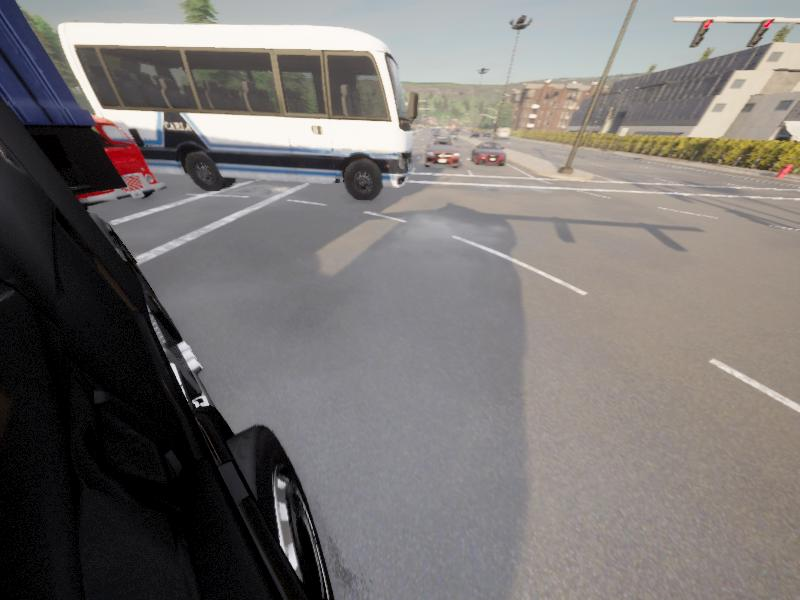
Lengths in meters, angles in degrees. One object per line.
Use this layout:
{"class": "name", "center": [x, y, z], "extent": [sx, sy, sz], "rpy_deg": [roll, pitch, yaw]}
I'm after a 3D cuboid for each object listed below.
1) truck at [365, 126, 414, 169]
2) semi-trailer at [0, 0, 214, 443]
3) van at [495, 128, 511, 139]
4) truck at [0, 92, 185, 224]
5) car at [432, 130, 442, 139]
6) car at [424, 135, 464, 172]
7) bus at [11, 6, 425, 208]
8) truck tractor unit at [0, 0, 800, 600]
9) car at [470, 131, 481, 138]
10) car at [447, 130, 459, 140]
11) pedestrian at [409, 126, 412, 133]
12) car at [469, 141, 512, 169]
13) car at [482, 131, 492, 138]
{"class": "truck", "center": [-0.491, -11.030, 16.434], "extent": [2.390, 2.098, 6.274], "rpy_deg": [5, 37, 4]}
{"class": "semi-trailer", "center": [-9.903, -2.233, 2.398], "extent": [14.254, 4.402, 2.717], "rpy_deg": [11, 37, 11]}
{"class": "van", "center": [29.084, -47.228, 65.493], "extent": [2.351, 2.431, 6.366], "rpy_deg": [6, 37, 5]}
{"class": "truck", "center": [-9.992, -3.924, 6.255], "extent": [5.204, 2.467, 2.627], "rpy_deg": [6, 37, 5]}
{"class": "car", "center": [8.667, -38.756, 54.037], "extent": [2.038, 1.542, 4.974], "rpy_deg": [6, 37, 5]}
{"class": "car", "center": [2.930, -10.269, 15.988], "extent": [2.152, 1.651, 5.027], "rpy_deg": [5, 37, 4]}
{"class": "bus", "center": [-4.474, -6.386, 8.305], "extent": [10.273, 4.253, 3.944], "rpy_deg": [5, 37, 3]}
{"class": "truck tractor unit", "center": [-2.645, -0.295, 0.351], "extent": [6.516, 4.208, 3.053], "rpy_deg": [28, 44, 30]}
{"class": "car", "center": [22.520, -49.469, 68.895], "extent": [2.038, 1.542, 4.974], "rpy_deg": [6, 38, 5]}
{"class": "car", "center": [11.750, -36.565, 51.207], "extent": [2.033, 1.649, 4.856], "rpy_deg": [6, 37, 5]}
{"class": "pedestrian", "center": [3.593, -56.760, 77.051], "extent": [0.751, 1.860, 0.751], "rpy_deg": [8, 37, 8]}
{"class": "car", "center": [6.625, -10.990, 17.332], "extent": [1.994, 1.385, 4.181], "rpy_deg": [5, 37, 4]}
{"class": "car", "center": [26.106, -49.674, 69.402], "extent": [1.812, 1.442, 4.674], "rpy_deg": [6, 37, 5]}
